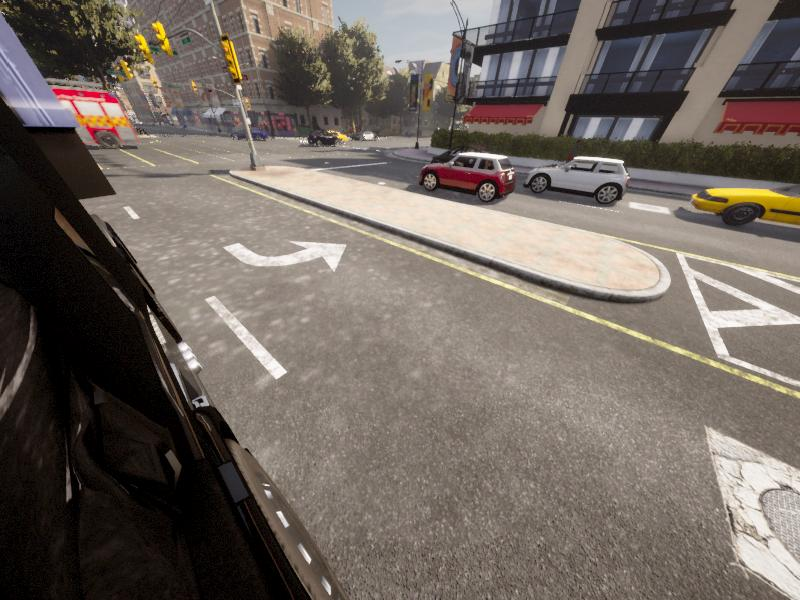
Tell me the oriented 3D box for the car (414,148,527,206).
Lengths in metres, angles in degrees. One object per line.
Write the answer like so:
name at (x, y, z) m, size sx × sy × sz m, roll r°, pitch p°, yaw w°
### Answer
car at (2.759, -5.249, 9.597) m, size 3.806 × 1.475 × 1.970 m, roll 28°, pitch 43°, yaw 29°

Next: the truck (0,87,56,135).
truck at (-42.460, -20.963, 25.777) m, size 8.468 × 3.827 × 2.891 m, roll 28°, pitch 43°, yaw 29°

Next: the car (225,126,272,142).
car at (-19.892, -21.995, 30.568) m, size 4.674 × 1.442 × 1.812 m, roll -3°, pitch 38°, yaw -7°

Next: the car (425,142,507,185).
car at (3.489, -7.613, 12.738) m, size 3.705 × 1.549 × 1.789 m, roll 28°, pitch 43°, yaw 29°

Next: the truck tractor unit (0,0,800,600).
truck tractor unit at (-2.645, -0.295, 0.351) m, size 6.516 × 4.208 × 3.053 m, roll 28°, pitch 44°, yaw 30°

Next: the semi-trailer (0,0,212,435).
semi-trailer at (-9.457, -2.940, 3.286) m, size 14.254 × 4.402 × 2.717 m, roll 19°, pitch 40°, yaw 20°

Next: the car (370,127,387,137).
car at (-5.424, -41.907, 57.710) m, size 3.866 × 1.878 × 1.905 m, roll 30°, pitch 44°, yaw 31°

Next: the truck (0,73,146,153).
truck at (-24.090, -12.345, 15.422) m, size 2.891 × 3.827 × 8.468 m, roll 27°, pitch 43°, yaw 29°

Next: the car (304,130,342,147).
car at (-8.878, -18.882, 27.031) m, size 1.845 × 1.501 × 3.633 m, roll 27°, pitch 43°, yaw 29°

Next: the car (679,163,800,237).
car at (12.687, -2.809, 6.878) m, size 5.366 × 1.575 × 1.801 m, roll 28°, pitch 43°, yaw 29°

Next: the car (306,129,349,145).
car at (-9.430, -21.667, 30.674) m, size 1.801 × 1.575 × 5.366 m, roll 25°, pitch 42°, yaw 27°

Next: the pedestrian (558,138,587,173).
pedestrian at (11.263, -9.425, 15.098) m, size 0.751 × 1.860 × 0.751 m, roll 27°, pitch 43°, yaw 29°

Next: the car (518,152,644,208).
car at (7.679, -5.387, 10.092) m, size 3.806 × 1.475 × 1.970 m, roll 28°, pitch 44°, yaw 30°

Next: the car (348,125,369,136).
car at (-11.114, -45.022, 61.383) m, size 5.566 × 2.045 × 2.150 m, roll 28°, pitch 43°, yaw 29°

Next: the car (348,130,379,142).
car at (-6.065, -27.549, 38.788) m, size 2.038 × 1.542 × 4.974 m, roll 27°, pitch 43°, yaw 29°
